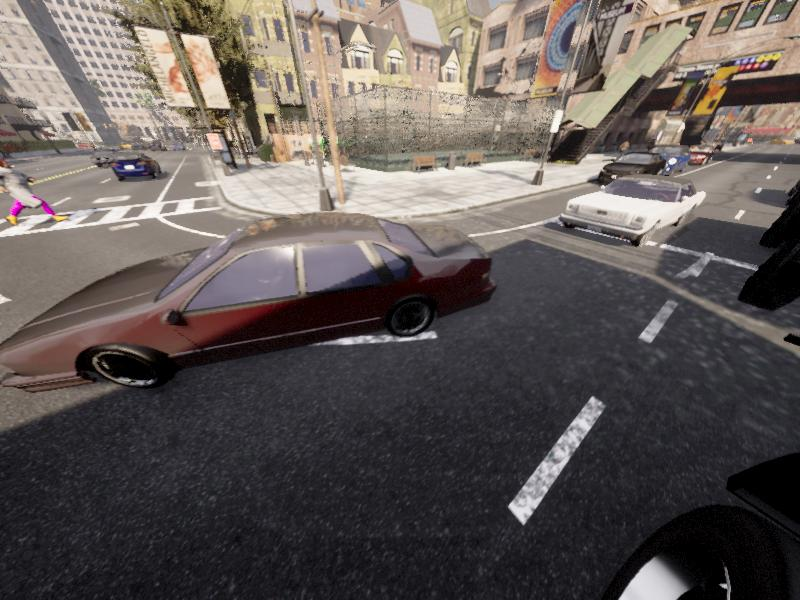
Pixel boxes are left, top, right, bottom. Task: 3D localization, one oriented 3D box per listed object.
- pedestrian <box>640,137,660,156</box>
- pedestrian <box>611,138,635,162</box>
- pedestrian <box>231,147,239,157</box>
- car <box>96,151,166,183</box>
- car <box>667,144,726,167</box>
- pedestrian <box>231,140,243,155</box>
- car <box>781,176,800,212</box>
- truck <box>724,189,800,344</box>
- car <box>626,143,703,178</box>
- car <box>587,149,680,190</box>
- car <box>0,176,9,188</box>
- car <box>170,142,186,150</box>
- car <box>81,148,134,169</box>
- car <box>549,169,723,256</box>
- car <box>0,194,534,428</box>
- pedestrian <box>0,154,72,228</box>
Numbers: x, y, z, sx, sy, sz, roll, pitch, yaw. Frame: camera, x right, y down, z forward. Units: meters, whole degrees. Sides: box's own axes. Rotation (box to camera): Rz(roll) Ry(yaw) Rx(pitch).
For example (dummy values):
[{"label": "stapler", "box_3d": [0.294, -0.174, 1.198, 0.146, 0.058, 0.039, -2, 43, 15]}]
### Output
[{"label": "pedestrian", "box_3d": [29.912, -18.324, 27.623, 0.751, 1.860, 0.751, -20, 40, -26]}, {"label": "pedestrian", "box_3d": [20.687, -13.911, 21.468, 0.751, 1.860, 0.751, -22, 41, -27]}, {"label": "pedestrian", "box_3d": [-22.162, -19.866, 30.960, 0.500, 1.100, 0.500, -21, 40, -26]}, {"label": "car", "box_3d": [-18.433, -9.427, 16.131, 2.163, 1.488, 4.792, -23, 41, -28]}, {"label": "car", "box_3d": [27.132, -13.300, 21.130, 4.892, 1.521, 2.231, -23, 41, -28]}, {"label": "pedestrian", "box_3d": [-23.673, -22.135, 33.527, 0.751, 1.860, 0.751, -27, 43, -32]}, {"label": "car", "box_3d": [16.585, -4.393, 8.534, 5.238, 1.638, 1.930, -22, 41, -28]}, {"label": "truck", "box_3d": [8.117, -1.086, 3.539, 6.274, 2.098, 2.390, -22, 41, -28]}, {"label": "car", "box_3d": [18.314, -9.789, 16.026, 4.553, 1.767, 2.185, -23, 41, -28]}, {"label": "car", "box_3d": [13.150, -7.456, 12.992, 5.008, 1.535, 2.097, -23, 41, -28]}, {"label": "car", "box_3d": [-23.139, -6.319, 11.669, 1.851, 1.617, 3.988, -23, 41, -28]}, {"label": "car", "box_3d": [-52.234, -36.345, 54.540, 2.163, 1.488, 4.792, -23, 41, -29]}, {"label": "car", "box_3d": [-28.559, -14.007, 22.783, 2.033, 1.411, 5.357, -23, 41, -28]}, {"label": "car", "box_3d": [6.737, -2.747, 6.599, 4.718, 1.301, 1.895, -21, 40, -26]}, {"label": "car", "box_3d": [-1.372, -0.340, 3.186, 5.357, 1.411, 2.033, -9, 36, -12]}, {"label": "pedestrian", "box_3d": [-11.314, -3.252, 6.955, 0.751, 1.860, 0.751, -24, 42, -30]}]
